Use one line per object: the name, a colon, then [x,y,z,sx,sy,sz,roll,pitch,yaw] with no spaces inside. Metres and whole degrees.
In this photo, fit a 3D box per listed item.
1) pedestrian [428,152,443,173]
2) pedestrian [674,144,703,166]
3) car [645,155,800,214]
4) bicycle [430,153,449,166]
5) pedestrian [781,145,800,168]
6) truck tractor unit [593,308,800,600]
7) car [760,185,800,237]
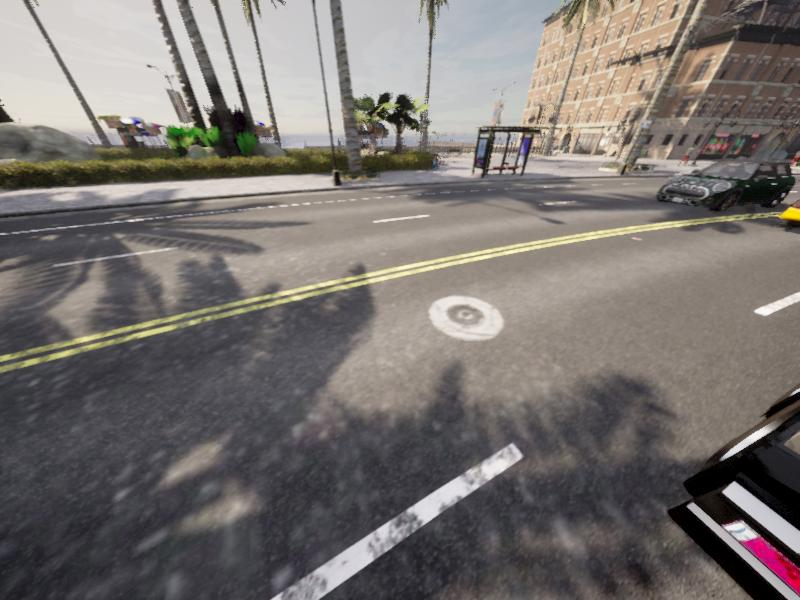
pedestrian: [2.603,-10.112,16.989,0.751,1.300,0.751,-8,36,-12]
pedestrian: [28.727,-14.421,23.019,0.751,1.860,0.751,-6,36,-9]
car: [13.554,-4.869,9.551,4.553,1.767,2.097,-8,36,-11]
bicycle: [3.683,-13.162,21.652,1.643,1.024,0.373,-5,35,-8]
pedestrian: [39.183,-14.092,22.700,0.751,1.860,0.751,-1,35,-2]
truck tractor unit: [5.228,-0.160,0.608,6.516,4.208,3.053,-13,37,-19]
car: [14.400,-2.781,6.775,5.366,1.575,1.801,-7,36,-11]
